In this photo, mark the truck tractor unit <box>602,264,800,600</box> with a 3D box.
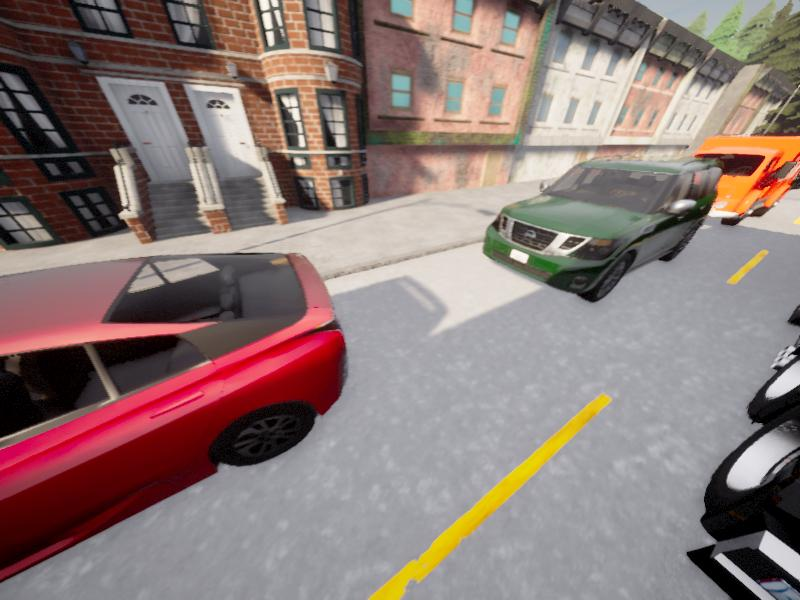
[{"bbox_3d":[5.114,-0.294,0.794,6.516,4.208,3.053,-18,39,-24],"label":"truck tractor unit"}]

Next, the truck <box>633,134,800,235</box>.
[{"bbox_3d":[11.820,-4.363,8.275,5.204,2.467,2.627,-18,39,-24],"label":"truck"}]

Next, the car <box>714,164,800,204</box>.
[{"bbox_3d":[18.737,-6.102,11.889,4.718,1.301,1.895,-18,39,-25],"label":"car"}]

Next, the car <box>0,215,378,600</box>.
[{"bbox_3d":[-2.670,0.705,1.642,4.514,1.525,2.007,-18,39,-24],"label":"car"}]

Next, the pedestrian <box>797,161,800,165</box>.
[{"bbox_3d":[48.869,-17.119,27.374,0.751,1.860,0.751,15,37,20],"label":"pedestrian"}]

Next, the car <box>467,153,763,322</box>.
[{"bbox_3d":[4.429,-1.812,4.890,5.566,2.045,2.150,-18,39,-25],"label":"car"}]

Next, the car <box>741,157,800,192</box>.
[{"bbox_3d":[24.473,-8.032,14.571,4.792,1.488,2.163,-18,39,-24],"label":"car"}]
